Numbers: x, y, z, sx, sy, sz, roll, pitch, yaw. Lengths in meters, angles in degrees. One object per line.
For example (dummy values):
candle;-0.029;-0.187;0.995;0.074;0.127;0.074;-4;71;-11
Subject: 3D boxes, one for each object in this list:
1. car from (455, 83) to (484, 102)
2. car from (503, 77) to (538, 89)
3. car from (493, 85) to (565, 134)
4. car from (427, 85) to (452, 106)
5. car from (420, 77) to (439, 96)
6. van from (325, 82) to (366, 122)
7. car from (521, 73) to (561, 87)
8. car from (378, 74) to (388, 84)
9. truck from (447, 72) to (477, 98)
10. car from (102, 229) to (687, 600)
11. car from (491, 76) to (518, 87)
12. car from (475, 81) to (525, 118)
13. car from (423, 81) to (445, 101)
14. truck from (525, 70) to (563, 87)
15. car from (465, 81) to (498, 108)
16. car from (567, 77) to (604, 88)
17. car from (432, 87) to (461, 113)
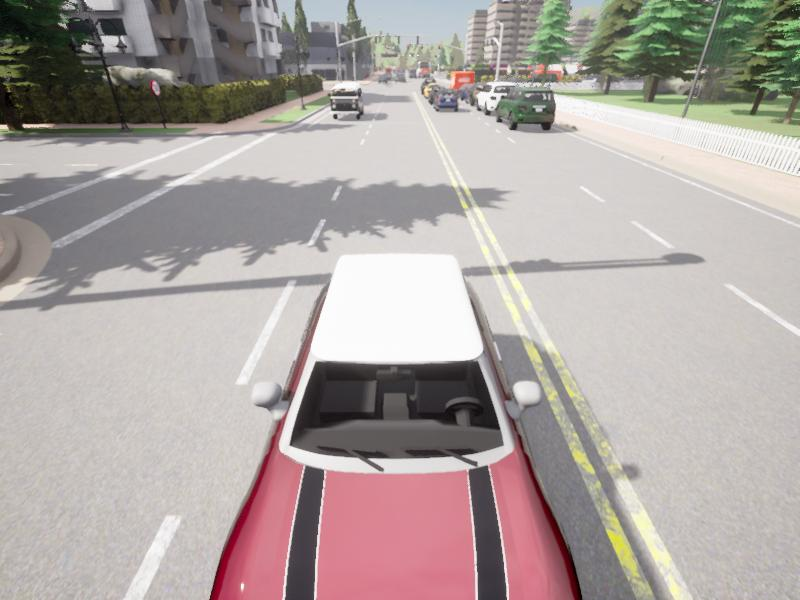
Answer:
car;7.054;-21.300;40.964;2.163;1.488;4.792;0;30;0
car;19.012;-34.340;63.280;4.792;1.488;2.163;-1;30;-1
car;7.031;-10.900;22.620;2.150;2.045;5.566;0;30;0
car;3.546;-18.719;36.552;1.816;1.474;4.193;0;30;0
car;3.567;-25.975;48.560;1.932;1.855;4.605;0;30;0
van;-3.468;-13.230;26.599;2.069;2.038;4.480;0;30;0
car;23.351;-36.404;66.249;5.566;2.045;2.150;-1;30;-1
car;-3.386;-44.097;79.849;1.789;1.549;3.705;0;30;0
truck;7.063;-24.946;46.220;2.627;2.467;5.204;0;30;0
car;-0.021;0.813;3.149;1.970;1.475;3.806;0;30;0
car;18.045;-37.958;69.337;3.988;1.617;1.851;1;30;1
car;7.036;-14.586;28.925;2.150;2.045;5.566;0;30;0
car;3.556;-22.289;42.554;1.801;1.575;5.366;0;30;0
truck;24.836;-38.368;69.200;5.204;2.467;2.627;0;30;-2
car;7.046;-18.175;35.226;1.932;1.855;4.605;0;30;0
car;30.800;-36.267;66.535;4.974;1.542;2.038;-1;30;-1
car;3.540;-15.563;31.078;1.789;1.549;3.705;0;30;0
